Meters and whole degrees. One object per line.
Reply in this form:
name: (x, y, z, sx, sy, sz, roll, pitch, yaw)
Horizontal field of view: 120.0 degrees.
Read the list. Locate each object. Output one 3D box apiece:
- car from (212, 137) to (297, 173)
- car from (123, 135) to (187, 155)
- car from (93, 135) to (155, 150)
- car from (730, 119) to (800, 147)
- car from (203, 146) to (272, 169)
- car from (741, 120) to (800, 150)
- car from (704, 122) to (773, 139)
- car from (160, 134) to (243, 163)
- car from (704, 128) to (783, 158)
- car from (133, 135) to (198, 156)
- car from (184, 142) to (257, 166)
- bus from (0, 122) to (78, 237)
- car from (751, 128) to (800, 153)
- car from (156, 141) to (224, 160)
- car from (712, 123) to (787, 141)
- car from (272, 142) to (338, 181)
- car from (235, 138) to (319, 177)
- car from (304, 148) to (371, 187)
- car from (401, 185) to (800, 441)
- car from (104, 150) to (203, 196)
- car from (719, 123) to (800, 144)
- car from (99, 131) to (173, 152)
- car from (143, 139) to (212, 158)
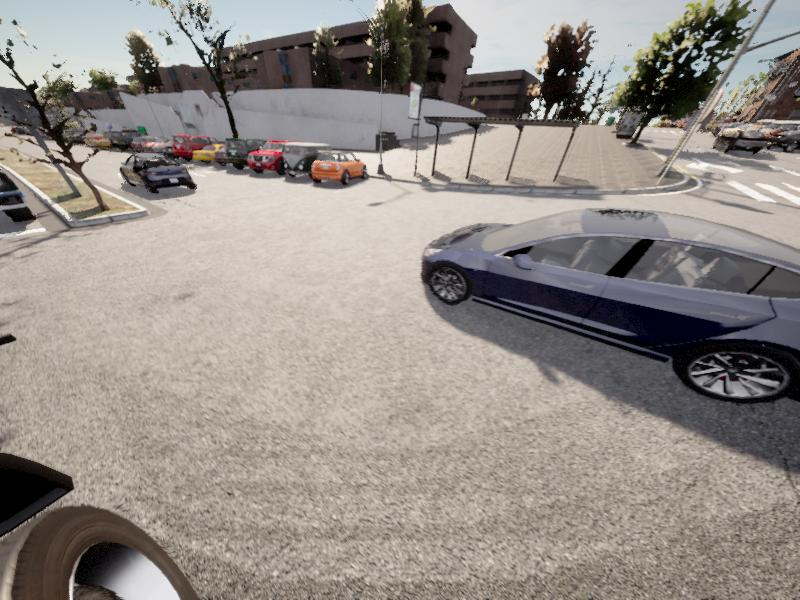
car: (-11.242, -11.760, 18.631, 2.435, 2.045, 5.566, 9, 35, 9)
car: (-28.979, -18.542, 27.593, 2.185, 1.767, 4.553, 9, 35, 9)
car: (-39.065, -22.468, 32.959, 1.946, 1.575, 5.366, 8, 35, 9)
car: (38.088, -17.080, 23.567, 4.442, 1.987, 1.878, 10, 42, 9)
car: (-13.791, -12.497, 20.053, 2.002, 1.452, 4.674, 9, 35, 9)
car: (36.441, -15.448, 21.619, 4.442, 1.987, 1.878, 9, 42, 9)
car: (43.127, -21.755, 29.567, 4.674, 1.452, 2.002, 9, 41, 9)
car: (-18.834, -14.737, 22.471, 2.435, 2.045, 5.566, 9, 35, 9)
car: (28.190, -13.194, 19.226, 2.128, 1.511, 4.902, 23, 45, 24)
car: (-26.426, -17.592, 26.368, 2.185, 1.767, 4.553, 9, 35, 9)
car: (-16.277, -13.628, 21.462, 1.946, 1.575, 5.366, 9, 35, 9)
bus: (-14.917, -4.791, 6.506, 10.273, 4.253, 3.944, 22, 39, 25)
car: (34.900, -13.635, 19.811, 4.892, 1.521, 2.231, 9, 41, 9)
car: (-21.378, -15.494, 23.905, 2.163, 1.488, 4.792, 9, 35, 9)
car: (41.494, -20.118, 27.612, 4.674, 1.452, 2.002, 9, 42, 9)
car: (-6.218, -9.656, 15.940, 1.878, 1.987, 4.442, 9, 35, 9)
car: (-8.718, -10.728, 17.294, 2.435, 2.045, 5.566, 9, 35, 9)
car: (-3.694, -8.605, 14.754, 2.185, 1.767, 4.553, 9, 35, 10)
car: (2.604, -0.481, 3.328, 4.792, 1.488, 2.163, 21, 40, 28)
car: (-11.917, -6.259, 11.200, 4.193, 1.474, 1.816, 22, 39, 26)
car: (40.027, -18.494, 25.612, 5.366, 1.575, 1.946, 9, 41, 9)
car: (-34.030, -20.639, 30.129, 2.435, 2.045, 5.566, 8, 35, 9)
car: (-23.904, -16.489, 25.143, 2.231, 1.521, 4.892, 9, 35, 9)
